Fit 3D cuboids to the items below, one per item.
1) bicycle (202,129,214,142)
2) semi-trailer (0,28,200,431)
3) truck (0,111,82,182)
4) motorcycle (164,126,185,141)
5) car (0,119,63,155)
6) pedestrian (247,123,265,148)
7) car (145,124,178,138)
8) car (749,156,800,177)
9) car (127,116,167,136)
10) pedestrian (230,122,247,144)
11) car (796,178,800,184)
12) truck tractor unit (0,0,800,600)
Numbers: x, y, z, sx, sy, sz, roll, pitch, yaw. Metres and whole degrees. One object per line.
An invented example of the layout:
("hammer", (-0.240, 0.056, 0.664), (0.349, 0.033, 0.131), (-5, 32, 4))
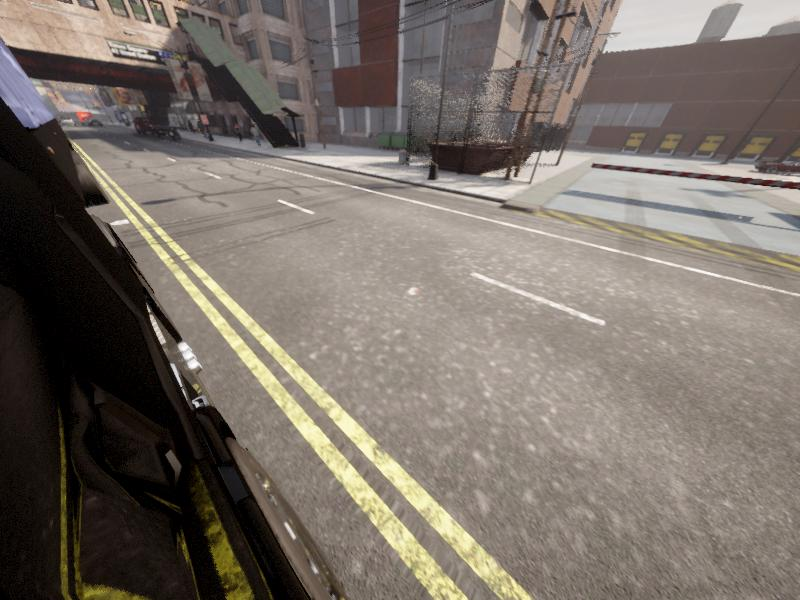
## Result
("bicycle", (-21.658, -18.520, 26.028), (1.643, 1.024, 0.373), (28, 33, 30))
("semi-trailer", (-8.632, -3.643, 4.300), (14.254, 4.402, 2.717), (29, 44, 31))
("truck", (-16.703, -6.860, 10.049), (6.274, 2.098, 2.390), (28, 43, 30))
("motorcycle", (-26.519, -19.633, 27.234), (0.764, 1.277, 2.356), (-11, 39, -18))
("car", (-24.443, -10.764, 15.182), (5.238, 1.638, 1.930), (28, 43, 30))
("pedestrian", (-13.462, -15.412, 21.655), (0.751, 1.860, 0.751), (29, 44, 30))
("car", (-31.517, -22.316, 30.534), (4.718, 1.301, 1.895), (28, 43, 30))
("car", (36.651, -12.210, 21.297), (4.718, 1.301, 1.895), (28, 43, 30))
("car", (-37.208, -25.592, 33.958), (5.566, 2.045, 2.435), (28, 43, 30))
("pedestrian", (-16.939, -17.526, 24.273), (0.751, 1.860, 0.751), (-29, 47, -36))
("car", (30.093, -7.678, 14.458), (5.008, 1.535, 2.097), (28, 43, 30))
("truck tractor unit", (-2.645, -0.295, 0.351), (6.516, 4.208, 3.053), (28, 44, 30))
